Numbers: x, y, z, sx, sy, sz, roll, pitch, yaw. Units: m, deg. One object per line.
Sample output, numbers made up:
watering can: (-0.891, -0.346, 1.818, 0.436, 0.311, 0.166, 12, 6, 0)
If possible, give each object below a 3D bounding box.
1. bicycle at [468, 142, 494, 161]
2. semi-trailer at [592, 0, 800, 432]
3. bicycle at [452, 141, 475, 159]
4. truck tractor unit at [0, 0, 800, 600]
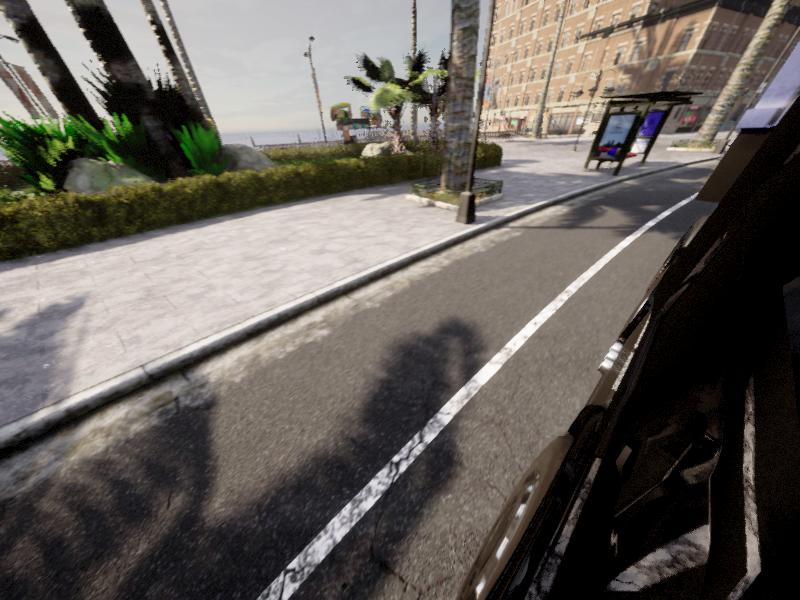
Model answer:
bicycle: (5.605, -10.284, 16.000, 1.643, 1.024, 0.373, -16, 39, -18)
semi-trailer: (9.071, -3.310, 3.839, 14.254, 4.402, 2.717, -23, 41, -25)
bicycle: (4.800, -11.364, 17.495, 1.643, 1.024, 0.373, -16, 39, -18)
truck tractor unit: (2.645, -0.295, 0.351, 6.516, 4.208, 3.053, -28, 44, -30)
